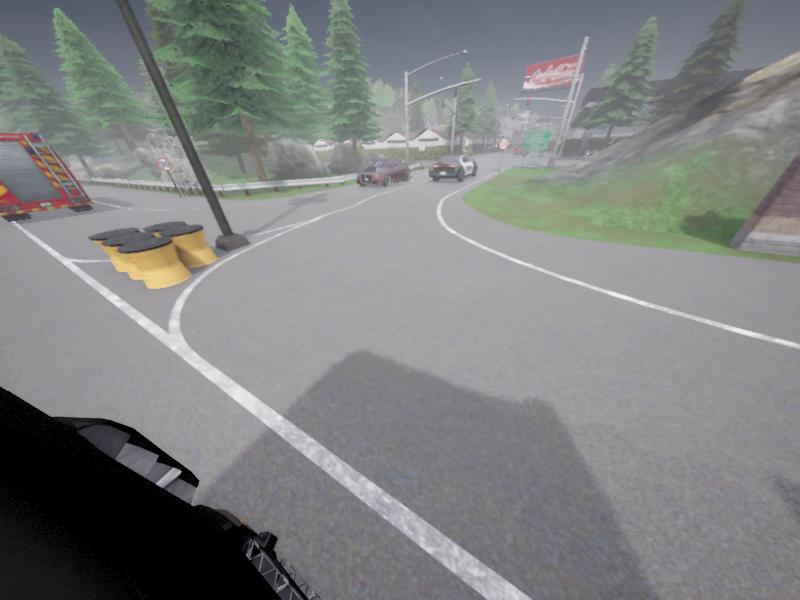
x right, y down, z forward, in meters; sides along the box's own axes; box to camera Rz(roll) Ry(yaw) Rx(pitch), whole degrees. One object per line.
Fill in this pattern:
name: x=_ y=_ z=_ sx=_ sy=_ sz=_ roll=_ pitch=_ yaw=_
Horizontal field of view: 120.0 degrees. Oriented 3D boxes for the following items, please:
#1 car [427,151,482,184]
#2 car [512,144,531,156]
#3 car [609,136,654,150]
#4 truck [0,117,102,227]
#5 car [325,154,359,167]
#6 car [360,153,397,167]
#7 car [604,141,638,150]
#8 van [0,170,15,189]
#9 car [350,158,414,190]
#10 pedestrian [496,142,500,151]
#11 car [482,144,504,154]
car: x=3.801 y=-9.041 z=15.611 sx=2.038 sy=1.542 sz=4.974 roll=16 pitch=38 yaw=26
car: x=21.681 y=-26.809 z=41.200 sx=2.242 sy=1.667 sz=4.611 roll=17 pitch=38 yaw=25
car: x=44.924 y=-30.576 z=45.097 sx=5.566 sy=2.045 sz=2.150 roll=16 pitch=38 yaw=25
truck: x=-19.829 y=-6.628 z=11.921 sx=8.468 sy=3.827 sz=2.891 roll=18 pitch=39 yaw=28
car: x=-9.180 y=-22.119 z=36.625 sx=5.008 sy=1.535 sz=1.882 roll=16 pitch=38 yaw=26
car: x=-3.143 y=-20.345 z=33.569 sx=4.792 sy=1.488 sz=2.163 roll=16 pitch=38 yaw=26
car: x=46.009 y=-32.205 z=48.162 sx=4.718 sy=1.301 sz=1.895 roll=16 pitch=38 yaw=26
van: x=-47.776 y=-14.152 z=26.876 sx=4.480 sy=2.038 sz=2.069 roll=16 pitch=38 yaw=26
car: x=-0.959 y=-8.114 z=14.697 sx=1.994 sy=1.385 sz=4.181 roll=16 pitch=38 yaw=26
pedestrian: x=26.399 y=-41.302 z=62.139 sx=0.751 sy=1.860 sz=0.751 roll=9 pitch=35 yaw=16
car: x=23.992 y=-39.053 z=59.759 sx=4.892 sy=1.490 sz=1.837 roll=3 pitch=35 yaw=14
